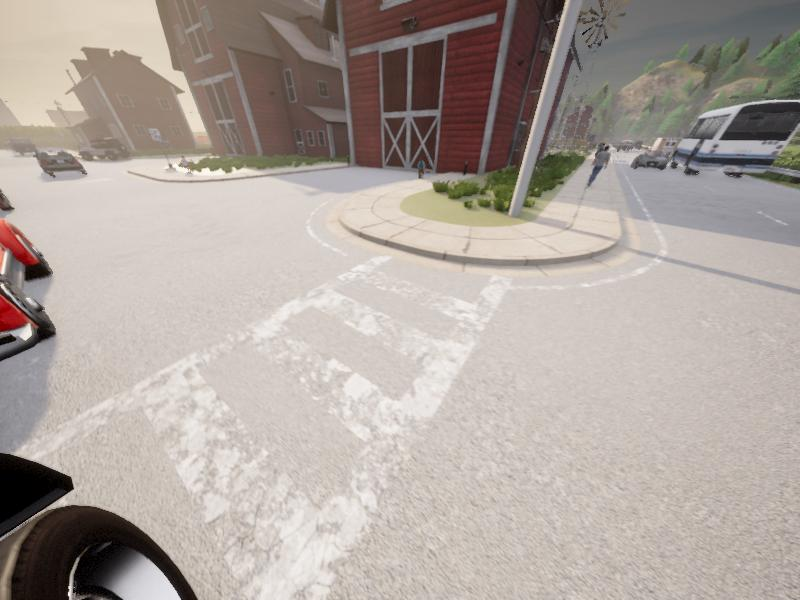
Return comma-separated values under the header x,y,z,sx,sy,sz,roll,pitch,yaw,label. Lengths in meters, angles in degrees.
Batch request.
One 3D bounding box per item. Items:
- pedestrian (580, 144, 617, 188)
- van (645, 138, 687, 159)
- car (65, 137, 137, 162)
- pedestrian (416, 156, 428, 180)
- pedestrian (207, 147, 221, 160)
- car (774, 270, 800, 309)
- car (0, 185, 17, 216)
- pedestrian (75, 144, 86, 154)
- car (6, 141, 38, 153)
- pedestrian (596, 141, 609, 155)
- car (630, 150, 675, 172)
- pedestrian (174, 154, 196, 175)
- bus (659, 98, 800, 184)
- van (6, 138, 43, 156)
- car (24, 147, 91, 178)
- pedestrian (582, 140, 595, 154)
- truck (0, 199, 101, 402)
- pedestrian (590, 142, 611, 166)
x,y,z,sx,sy,sz,roll,pitch,yaw,label
10.294,-6.967,12.014,0.751,1.860,0.751,25,42,31,pedestrian
38.674,-22.300,33.850,2.351,2.431,6.366,22,40,27,van
-31.063,-15.781,24.177,3.866,1.878,1.905,-5,41,-5,car
1.200,-7.294,12.815,0.500,1.100,0.500,12,37,16,pedestrian
-18.711,-14.785,23.259,0.500,1.100,0.500,10,36,14,pedestrian
6.777,0.799,1.546,2.128,1.511,4.902,14,37,18,car
-15.682,-3.798,7.992,4.181,1.385,1.994,22,41,28,car
-44.743,-21.151,32.358,0.500,1.100,0.500,28,44,34,pedestrian
-61.746,-25.037,37.724,4.792,1.488,2.163,22,41,28,car
31.086,-23.311,35.413,0.751,1.860,0.751,18,39,24,pedestrian
22.660,-12.640,20.910,1.994,1.385,4.181,23,41,29,car
-14.163,-8.948,15.251,0.500,1.100,0.500,7,36,10,pedestrian
25.038,-12.363,18.038,3.944,4.253,10.273,23,41,29,bus
-52.659,-21.549,32.398,4.442,1.987,1.775,22,41,28,van
-23.710,-9.600,16.009,3.705,1.549,1.789,22,41,28,car
30.822,-25.008,37.823,0.751,1.860,0.751,-1,35,-1,pedestrian
-6.568,-0.536,2.485,5.204,2.467,2.627,22,40,28,truck
18.406,-13.407,21.233,0.751,1.860,0.751,-29,44,-35,pedestrian
